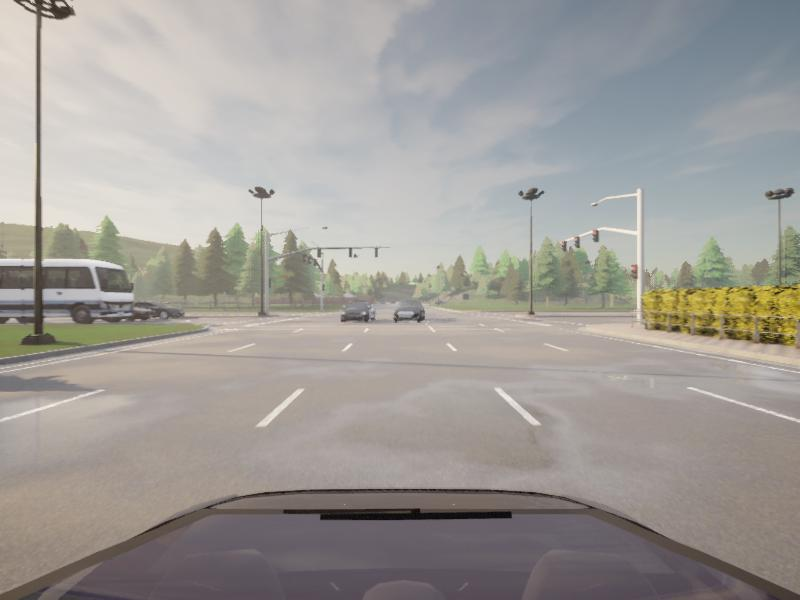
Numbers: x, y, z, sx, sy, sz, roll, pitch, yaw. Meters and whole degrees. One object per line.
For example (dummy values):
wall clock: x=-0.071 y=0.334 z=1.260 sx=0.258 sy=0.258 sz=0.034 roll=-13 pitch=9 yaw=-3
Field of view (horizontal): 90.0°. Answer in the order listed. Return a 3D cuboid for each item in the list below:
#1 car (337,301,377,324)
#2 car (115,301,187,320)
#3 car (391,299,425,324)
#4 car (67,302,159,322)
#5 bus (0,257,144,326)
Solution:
car: x=-3.004 y=0.830 z=28.990 sx=2.038 sy=1.542 sz=4.974 roll=0 pitch=0 yaw=4
car: x=-20.711 y=0.848 z=33.414 sx=4.892 sy=1.490 sz=1.837 roll=0 pitch=0 yaw=-1
car: x=0.691 y=0.781 z=29.700 sx=2.033 sy=1.649 sz=4.856 roll=-1 pitch=0 yaw=7
car: x=-21.335 y=0.897 z=29.902 sx=5.357 sy=1.411 sz=2.033 roll=0 pitch=0 yaw=-1
bus: x=-23.354 y=-0.531 z=26.490 sx=10.273 sy=4.253 sz=3.944 roll=0 pitch=0 yaw=-1
